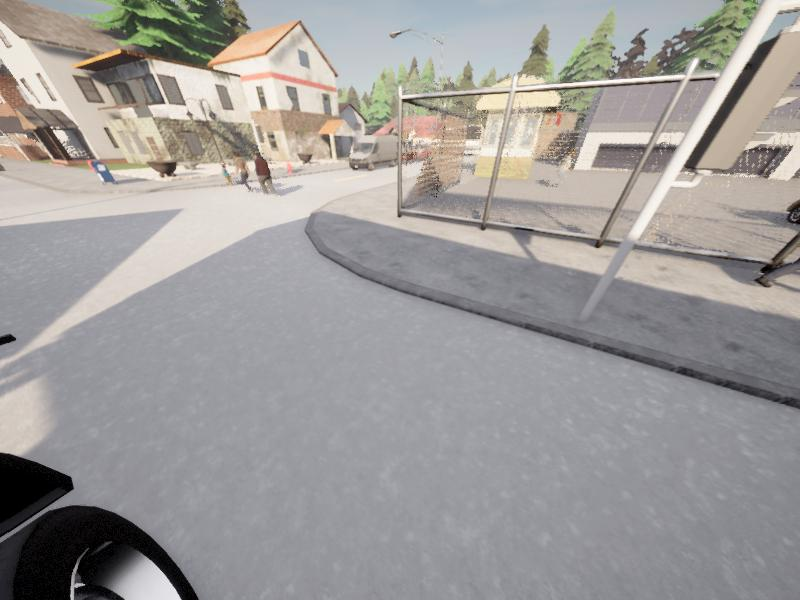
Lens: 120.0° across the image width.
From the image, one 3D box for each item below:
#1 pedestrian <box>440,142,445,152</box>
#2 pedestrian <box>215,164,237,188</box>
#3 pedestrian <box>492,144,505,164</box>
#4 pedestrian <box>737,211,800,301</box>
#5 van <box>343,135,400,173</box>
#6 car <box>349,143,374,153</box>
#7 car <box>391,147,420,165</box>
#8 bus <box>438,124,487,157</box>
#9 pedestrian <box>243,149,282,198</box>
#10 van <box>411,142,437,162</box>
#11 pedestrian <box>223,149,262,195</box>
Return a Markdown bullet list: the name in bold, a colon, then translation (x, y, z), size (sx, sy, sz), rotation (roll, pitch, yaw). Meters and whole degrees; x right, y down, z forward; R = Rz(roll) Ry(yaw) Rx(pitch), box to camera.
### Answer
- **pedestrian**: translation (8.875, -32.223, 48.642), size (0.751, 1.860, 0.751), rotation (2, 35, 2)
- **pedestrian**: translation (-9.626, -6.876, 12.793), size (0.500, 1.100, 0.500), rotation (-4, 35, -7)
- **pedestrian**: translation (10.889, -16.171, 25.534), size (0.751, 1.860, 0.751), rotation (17, 38, 22)
- **pedestrian**: translation (6.816, -0.948, 3.586), size (0.751, 1.860, 0.751), rotation (12, 37, 17)
- **van**: translation (-2.296, -13.471, 21.150), size (1.988, 2.561, 5.915), rotation (17, 38, 23)
- **car**: translation (-7.850, -31.162, 47.326), size (4.611, 1.667, 2.242), rotation (17, 38, 23)
- **car**: translation (0.675, -16.387, 26.245), size (1.789, 1.549, 3.705), rotation (17, 38, 22)
- **bus**: translation (10.426, -27.810, 40.428), size (3.944, 4.253, 10.273), rotation (-6, 35, -9)
- **pedestrian**: translation (-6.209, -5.731, 10.516), size (0.751, 1.860, 0.751), rotation (18, 38, 23)
- **van**: translation (3.207, -19.335, 30.137), size (1.775, 1.987, 4.442), rotation (16, 38, 21)
- **pedestrian**: translation (-7.483, -6.117, 11.058), size (0.751, 1.860, 0.751), rotation (16, 38, 21)
